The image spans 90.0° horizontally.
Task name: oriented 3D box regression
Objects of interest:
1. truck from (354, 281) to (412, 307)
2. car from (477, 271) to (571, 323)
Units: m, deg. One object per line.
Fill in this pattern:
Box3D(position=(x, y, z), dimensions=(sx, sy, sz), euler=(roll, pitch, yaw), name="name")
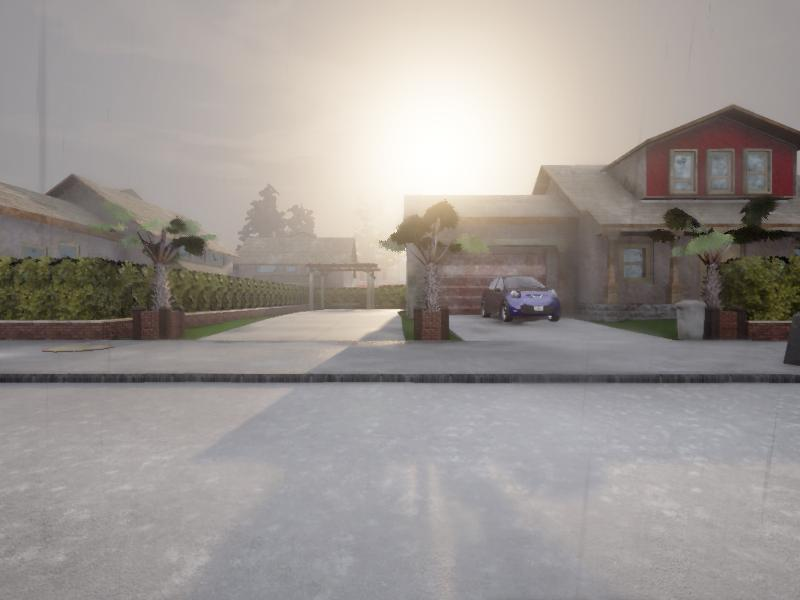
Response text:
Box3D(position=(-2.477, -0.921, 60.272), dimensions=(8.468, 3.827, 2.891), euler=(0, 0, 0), name="truck")
Box3D(position=(3.891, -0.082, 13.247), dimensions=(1.845, 1.501, 3.633), euler=(0, 0, -3), name="car")
